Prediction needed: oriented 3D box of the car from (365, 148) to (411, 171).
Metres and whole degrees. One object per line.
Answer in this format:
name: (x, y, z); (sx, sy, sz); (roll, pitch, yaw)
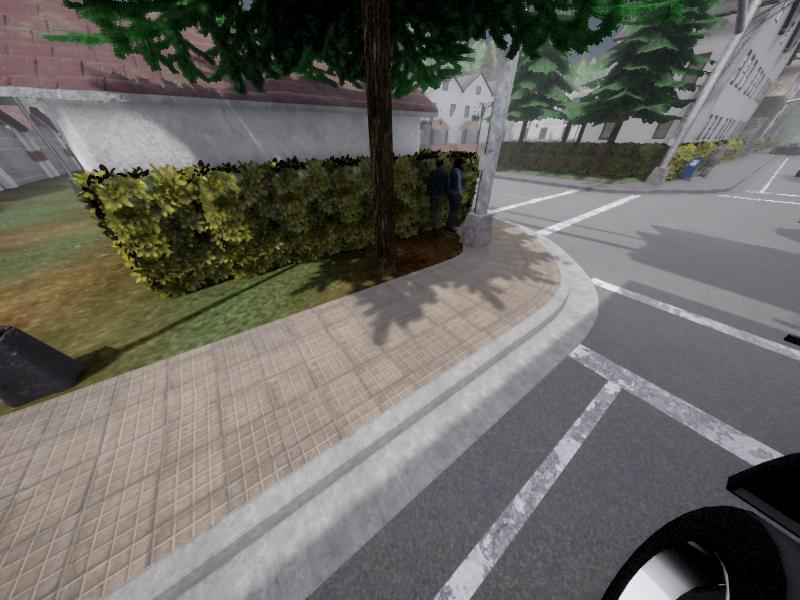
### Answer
car: (-1.236, -13.529, 22.128); (1.882, 1.535, 5.008); (-22, 41, -28)

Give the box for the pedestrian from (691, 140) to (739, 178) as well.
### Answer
pedestrian: (18.609, -8.344, 13.710); (0.751, 1.860, 0.751); (18, 39, 24)

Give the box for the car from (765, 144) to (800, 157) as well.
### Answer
car: (51.376, -19.403, 29.948); (1.994, 1.385, 4.181); (8, 35, 10)

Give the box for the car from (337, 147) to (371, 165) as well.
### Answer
car: (-5.451, -17.006, 27.093); (1.882, 1.535, 5.008); (-22, 41, -28)

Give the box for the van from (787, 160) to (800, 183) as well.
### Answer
van: (25.439, -8.068, 13.422); (4.480, 2.038, 2.069); (-25, 42, -31)

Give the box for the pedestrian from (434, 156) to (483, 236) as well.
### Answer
pedestrian: (1.532, -2.847, 6.357); (0.751, 1.860, 0.751); (-15, 38, -19)

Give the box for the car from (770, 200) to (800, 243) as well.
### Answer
car: (13.039, -1.689, 4.935); (5.027, 1.651, 2.152); (8, 37, 13)

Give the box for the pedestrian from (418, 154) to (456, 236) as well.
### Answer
pedestrian: (0.978, -2.793, 6.209); (0.751, 1.860, 0.751); (9, 36, 13)
